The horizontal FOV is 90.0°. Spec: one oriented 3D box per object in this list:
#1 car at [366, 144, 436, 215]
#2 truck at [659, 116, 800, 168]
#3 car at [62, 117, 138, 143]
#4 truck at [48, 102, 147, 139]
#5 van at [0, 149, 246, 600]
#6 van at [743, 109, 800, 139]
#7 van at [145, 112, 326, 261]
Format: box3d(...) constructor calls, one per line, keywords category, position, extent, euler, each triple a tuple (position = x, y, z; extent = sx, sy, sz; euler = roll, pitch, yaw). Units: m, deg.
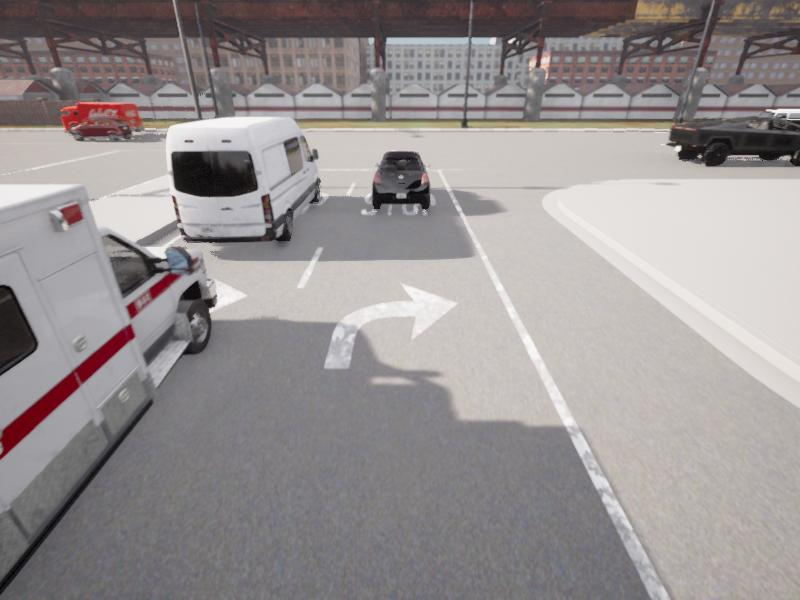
box3d(category="car", position=(0.059, -3.896, 12.529), extent=(1.845, 1.501, 3.633), euler=(0, 27, 1))
box3d(category="truck", position=(16.601, -7.640, 19.213), extent=(6.274, 2.098, 2.390), euler=(1, 27, 2))
box3d(category="car", position=(-21.383, -12.194, 28.639), extent=(3.705, 1.549, 1.789), euler=(0, 27, 0))
box3d(category="truck", position=(-23.613, -14.196, 31.555), extent=(5.204, 2.467, 2.627), euler=(1, 27, 0))
box3d(category="van", position=(-3.497, 0.669, 2.660), extent=(2.351, 2.431, 6.366), euler=(0, 27, 0))
box3d(category="van", position=(30.388, -13.891, 31.460), extent=(4.480, 2.038, 2.069), euler=(1, 27, 1))
box3d(category="van", position=(-3.497, -3.293, 10.254), extent=(1.988, 2.561, 5.915), euler=(0, 27, 0))
